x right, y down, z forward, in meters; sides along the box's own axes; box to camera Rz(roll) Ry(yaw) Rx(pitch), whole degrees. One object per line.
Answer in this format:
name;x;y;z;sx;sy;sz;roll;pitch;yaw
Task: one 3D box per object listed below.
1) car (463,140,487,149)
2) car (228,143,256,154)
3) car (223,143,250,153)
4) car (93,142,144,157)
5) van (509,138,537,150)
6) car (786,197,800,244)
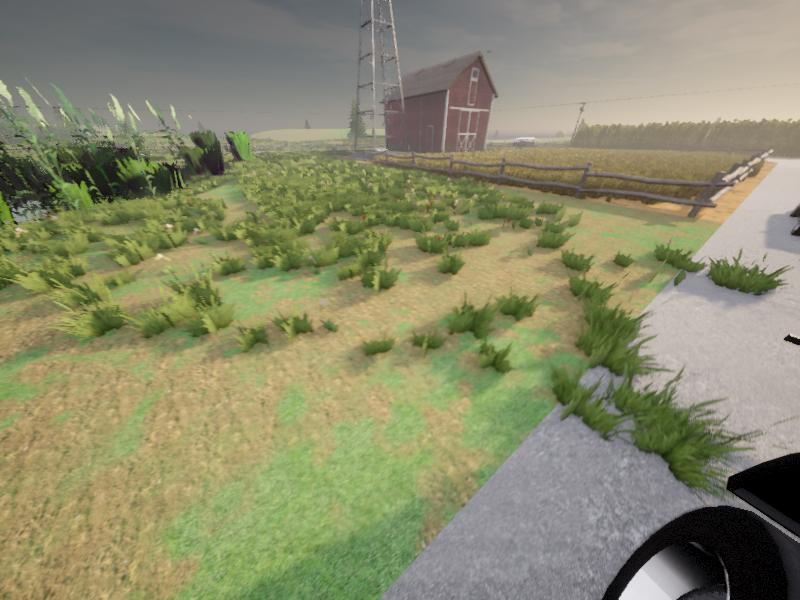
car;17.542;-36.559;54.190;2.038;1.542;4.974;-22;41;-28
car;-28.203;-27.224;41.439;3.806;1.475;1.970;-18;39;-23
car;-30.535;-28.572;43.368;3.806;1.475;1.970;-18;39;-24
car;-44.641;-24.057;36.813;4.553;1.767;2.097;-18;39;-24
van;25.921;-33.075;48.798;2.069;2.038;4.480;-22;41;-28
car;12.475;-2.434;6.127;4.718;1.301;1.895;-23;41;-29
